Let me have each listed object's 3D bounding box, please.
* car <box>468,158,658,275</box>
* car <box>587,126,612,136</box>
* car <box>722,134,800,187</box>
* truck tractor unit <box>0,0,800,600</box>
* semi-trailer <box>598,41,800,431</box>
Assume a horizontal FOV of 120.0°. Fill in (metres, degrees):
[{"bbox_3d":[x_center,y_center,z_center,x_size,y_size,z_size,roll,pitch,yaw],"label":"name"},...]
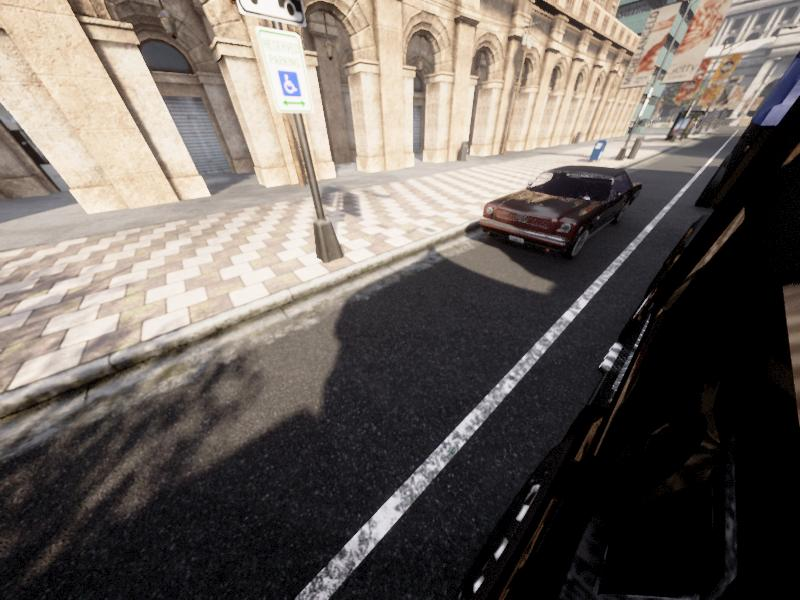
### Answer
[{"bbox_3d":[3.934,-2.318,5.441,4.718,1.301,1.895,-28,43,-30],"label":"car"},{"bbox_3d":[39.484,-33.484,45.723,4.786,1.482,2.161,-28,43,-30],"label":"car"},{"bbox_3d":[15.970,-6.143,9.931,4.892,1.490,1.837,-27,43,-31],"label":"car"},{"bbox_3d":[2.645,-0.295,0.351,6.516,4.208,3.053,-28,44,-30],"label":"truck tractor unit"},{"bbox_3d":[8.702,-3.564,4.279,14.254,4.402,2.717,-28,43,-30],"label":"semi-trailer"}]
